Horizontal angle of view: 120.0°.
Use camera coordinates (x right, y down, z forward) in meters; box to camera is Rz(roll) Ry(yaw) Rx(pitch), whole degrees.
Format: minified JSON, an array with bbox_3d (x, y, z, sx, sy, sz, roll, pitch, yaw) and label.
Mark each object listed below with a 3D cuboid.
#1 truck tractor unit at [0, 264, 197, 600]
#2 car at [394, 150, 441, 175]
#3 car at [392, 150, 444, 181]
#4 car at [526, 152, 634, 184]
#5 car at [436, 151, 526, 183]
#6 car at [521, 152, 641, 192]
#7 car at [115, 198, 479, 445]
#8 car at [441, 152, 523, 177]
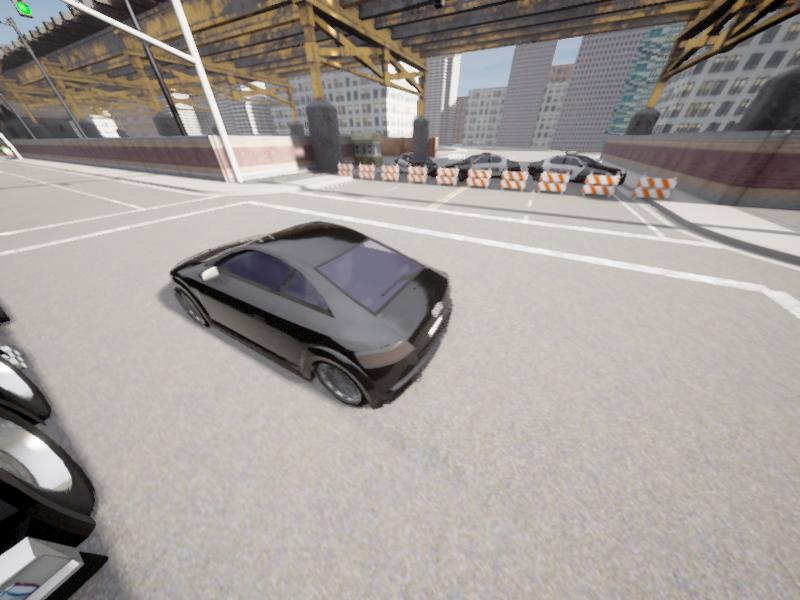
[{"bbox_3d":[-5.110,-0.301,0.781,6.516,4.208,3.053,18,39,24],"label":"truck tractor unit"},{"bbox_3d":[1.089,-10.176,16.955,1.853,1.218,4.536,-11,36,-14],"label":"car"},{"bbox_3d":[1.106,-10.018,17.005,2.038,1.542,4.974,-11,36,-14],"label":"car"},{"bbox_3d":[10.202,-7.867,13.553,1.853,1.218,4.536,-20,39,-26],"label":"car"},{"bbox_3d":[5.148,-8.773,15.177,4.974,1.542,2.038,-5,35,-6],"label":"car"},{"bbox_3d":[10.231,-7.713,13.607,2.038,1.542,4.974,-20,39,-26],"label":"car"},{"bbox_3d":[-1.369,-0.310,3.265,4.181,1.385,1.994,17,38,23],"label":"car"},{"bbox_3d":[5.199,-8.907,15.093,4.536,1.218,1.853,-5,35,-6],"label":"car"}]
